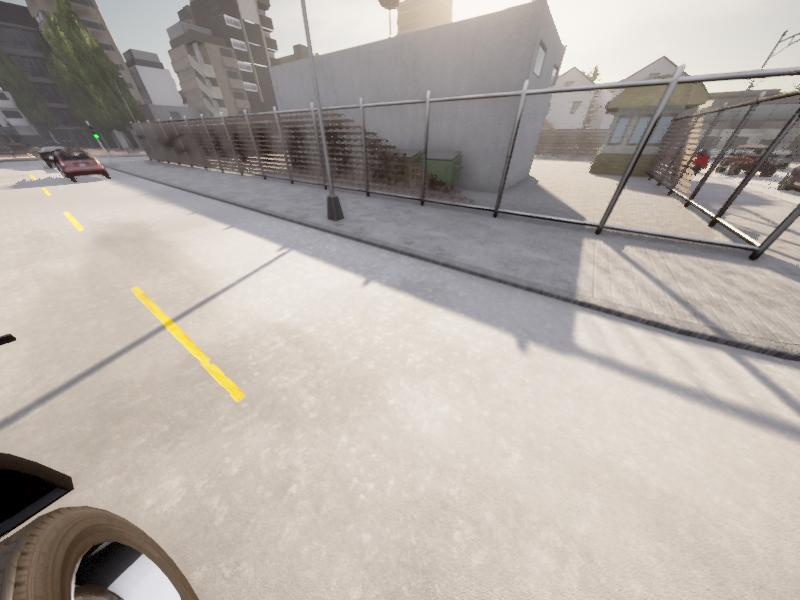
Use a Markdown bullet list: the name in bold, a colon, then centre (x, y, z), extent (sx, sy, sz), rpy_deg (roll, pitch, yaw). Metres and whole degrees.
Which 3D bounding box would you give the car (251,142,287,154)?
- **car**: centre (-21.565, -25.136, 38.195), extent (1.812, 1.442, 4.674), rpy_deg (22, 41, 28)

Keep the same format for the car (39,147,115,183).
- **car**: centre (-20.426, -8.626, 14.623), extent (3.988, 1.617, 1.851), rpy_deg (22, 41, 28)

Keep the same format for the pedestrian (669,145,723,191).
- **pedestrian**: centre (14.386, -6.446, 11.314), extent (0.751, 1.860, 0.751), rpy_deg (22, 40, 27)

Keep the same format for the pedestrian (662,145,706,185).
- **pedestrian**: centre (15.842, -7.581, 12.950), extent (0.751, 1.860, 0.751), rpy_deg (26, 43, 32)

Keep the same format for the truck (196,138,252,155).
- **truck**: centre (-27.667, -24.442, 36.599), extent (2.390, 2.098, 6.274), rpy_deg (22, 41, 28)

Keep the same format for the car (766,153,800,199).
- **car**: centre (20.000, -5.470, 10.405), extent (2.033, 1.649, 4.856), rpy_deg (22, 41, 28)

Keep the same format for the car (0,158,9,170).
- **car**: centre (-33.801, -10.877, 17.841), extent (4.193, 1.474, 1.816), rpy_deg (7, 36, 9)

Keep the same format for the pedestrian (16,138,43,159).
- **pedestrian**: centre (-41.162, -16.834, 25.688), extent (0.751, 1.860, 0.751), rpy_deg (28, 44, 34)

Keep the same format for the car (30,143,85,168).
- **car**: centre (-30.934, -13.236, 21.064), extent (5.238, 1.638, 1.930), rpy_deg (29, 45, 34)
